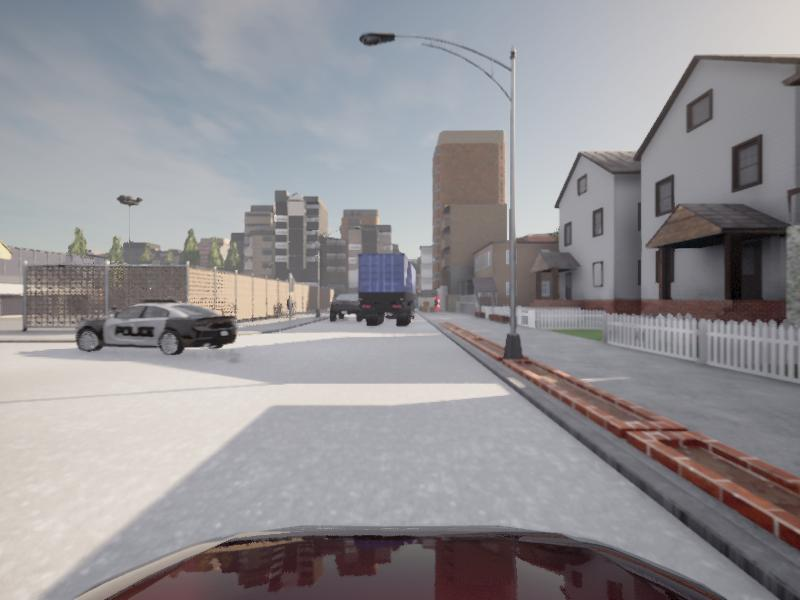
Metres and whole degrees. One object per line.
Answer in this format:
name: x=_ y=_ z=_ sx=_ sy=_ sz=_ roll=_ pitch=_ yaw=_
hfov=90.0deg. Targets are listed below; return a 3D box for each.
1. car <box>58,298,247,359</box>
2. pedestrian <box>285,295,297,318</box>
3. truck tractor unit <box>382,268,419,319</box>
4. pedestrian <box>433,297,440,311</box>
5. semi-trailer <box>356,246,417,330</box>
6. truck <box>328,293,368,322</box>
car: x=-7.661 y=0.770 z=12.461 sx=5.238 sy=1.638 sz=1.930 roll=0 pitch=-1 yaw=15
pedestrian: x=-8.836 y=0.530 z=32.420 sx=0.751 sy=1.860 sz=0.751 roll=0 pitch=0 yaw=11
truck tractor unit: x=0.019 y=-0.523 z=36.290 sx=3.053 sy=4.208 sz=6.516 roll=0 pitch=0 yaw=0
pedestrian: x=4.798 y=0.520 z=52.749 sx=0.751 sy=1.860 sz=0.751 roll=0 pitch=0 yaw=-7
semi-trailer: x=-0.451 y=-0.621 z=28.398 sx=2.717 sy=4.402 sz=14.254 roll=0 pitch=0 yaw=5
truck: x=-3.976 y=0.540 z=31.864 sx=2.390 sy=2.098 sz=6.274 roll=0 pitch=0 yaw=0
